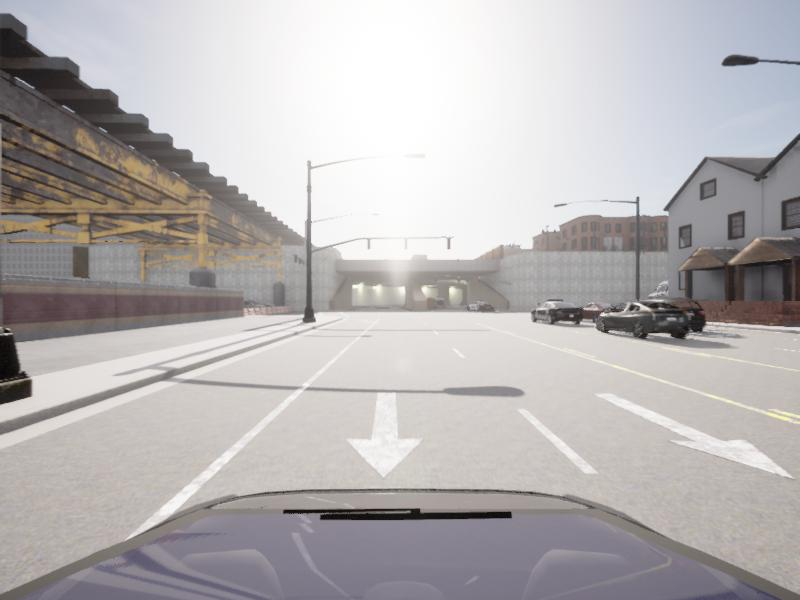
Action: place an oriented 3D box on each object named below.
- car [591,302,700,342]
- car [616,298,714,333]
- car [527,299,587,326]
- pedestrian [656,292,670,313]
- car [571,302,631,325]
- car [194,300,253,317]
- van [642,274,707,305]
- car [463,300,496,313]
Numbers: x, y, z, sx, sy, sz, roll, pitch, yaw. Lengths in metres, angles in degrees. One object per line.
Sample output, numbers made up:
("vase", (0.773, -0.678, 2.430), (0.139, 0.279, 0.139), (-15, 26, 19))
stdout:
("car", (10.500, 0.835, 17.592), (2.007, 1.525, 4.514), (0, 0, 0))
("car", (13.998, 0.763, 21.579), (2.242, 1.667, 4.611), (0, 0, 0))
("car", (10.504, 0.782, 27.221), (1.930, 1.638, 5.238), (0, 0, -1))
("pedestrian", (23.497, 0.223, 35.771), (0.751, 1.860, 0.751), (0, 0, -18))
("car", (14.116, 0.881, 28.470), (1.812, 1.442, 4.674), (0, 0, -1))
("car", (-17.668, 0.812, 40.227), (2.038, 1.542, 4.974), (0, 0, 44))
("van", (32.320, -1.189, 47.213), (5.915, 2.561, 1.988), (-11, 0, 0))
("car", (10.584, 0.846, 53.673), (2.038, 1.542, 4.974), (1, -1, -20))
